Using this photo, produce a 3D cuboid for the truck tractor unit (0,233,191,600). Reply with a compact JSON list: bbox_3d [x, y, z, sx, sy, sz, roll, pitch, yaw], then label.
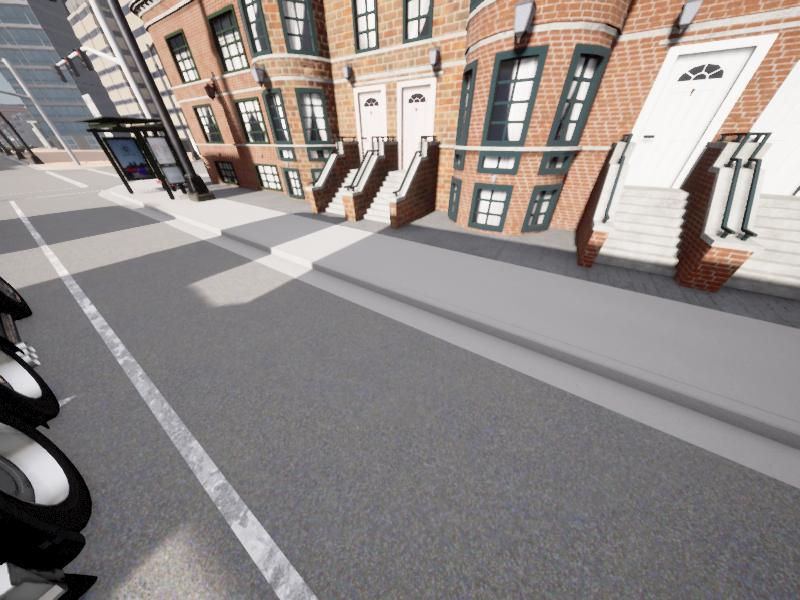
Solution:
[{"bbox_3d":[-5.057,-0.351,0.852,6.516,4.208,3.053,21,40,27],"label":"truck tractor unit"}]
